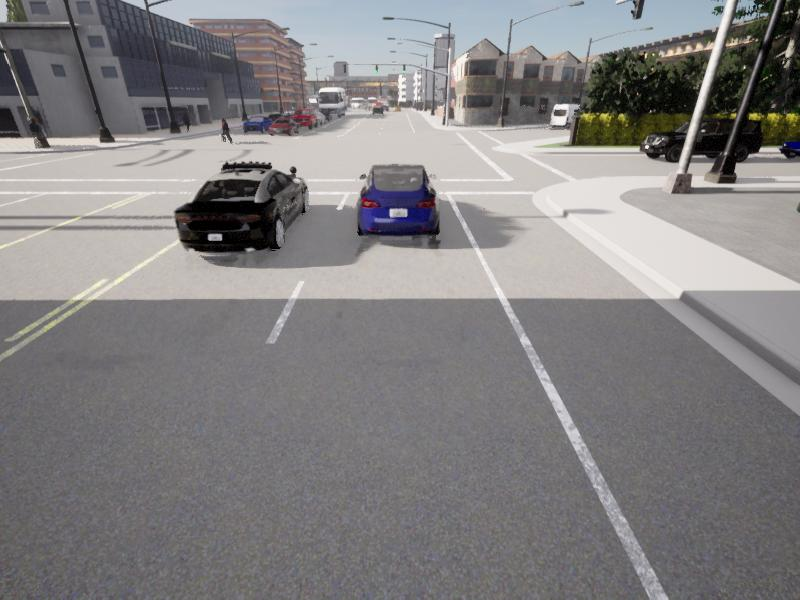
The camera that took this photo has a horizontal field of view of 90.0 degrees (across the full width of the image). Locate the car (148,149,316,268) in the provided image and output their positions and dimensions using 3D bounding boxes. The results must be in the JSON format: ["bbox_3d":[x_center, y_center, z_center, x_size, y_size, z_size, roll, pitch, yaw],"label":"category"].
[{"bbox_3d":[-3.580,-2.555,9.879,1.930,1.638,5.238,0,27,-1],"label":"car"}]

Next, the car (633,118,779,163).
[{"bbox_3d":[15.940,-8.469,21.182,5.566,2.045,2.150,0,26,0],"label":"car"}]

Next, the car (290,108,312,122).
[{"bbox_3d":[-14.388,-27.048,58.409,1.882,1.535,5.008,0,28,0],"label":"car"}]

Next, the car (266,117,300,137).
[{"bbox_3d":[-10.722,-16.028,37.033,1.812,1.442,4.674,0,27,0],"label":"car"}]

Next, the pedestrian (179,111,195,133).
[{"bbox_3d":[-20.243,-16.914,38.007,0.751,1.860,0.751,0,26,0],"label":"pedestrian"}]

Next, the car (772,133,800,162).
[{"bbox_3d":[23.273,-8.127,21.336,4.718,1.301,1.895,0,26,0],"label":"car"}]

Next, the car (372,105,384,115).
[{"bbox_3d":[-3.992,-35.089,73.686,1.882,1.535,5.008,0,27,0],"label":"car"}]

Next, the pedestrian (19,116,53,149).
[{"bbox_3d":[-22.685,-10.419,24.937,0.751,1.860,0.751,1,26,2],"label":"pedestrian"}]

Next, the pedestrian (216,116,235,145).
[{"bbox_3d":[-12.798,-12.460,29.388,0.751,1.860,0.751,-21,33,-36],"label":"pedestrian"}]

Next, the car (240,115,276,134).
[{"bbox_3d":[-14.273,-17.812,40.479,1.882,1.535,5.008,0,27,0],"label":"car"}]

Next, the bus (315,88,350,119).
[{"bbox_3d":[-10.821,-32.442,65.676,3.944,4.253,10.273,0,28,0],"label":"bus"}]

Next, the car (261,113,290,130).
[{"bbox_3d":[-14.307,-20.709,46.281,1.837,1.490,4.892,0,27,0],"label":"car"}]

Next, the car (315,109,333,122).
[{"bbox_3d":[-10.880,-26.566,57.566,1.816,1.474,4.193,0,28,0],"label":"car"}]

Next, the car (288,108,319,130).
[{"bbox_3d":[-10.796,-20.504,45.260,2.150,2.045,5.566,0,27,0],"label":"car"}]

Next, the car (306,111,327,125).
[{"bbox_3d":[-10.843,-23.686,52.100,1.812,1.442,4.674,0,27,0],"label":"car"}]

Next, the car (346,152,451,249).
[{"bbox_3d":[-0.049,-2.897,10.730,2.163,1.488,4.792,0,27,0],"label":"car"}]

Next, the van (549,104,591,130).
[{"bbox_3d":[20.076,-21.668,47.240,1.988,2.561,5.915,24,35,39],"label":"van"}]

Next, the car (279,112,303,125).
[{"bbox_3d":[-14.335,-24.018,52.821,1.994,1.385,4.181,0,27,1],"label":"car"}]
